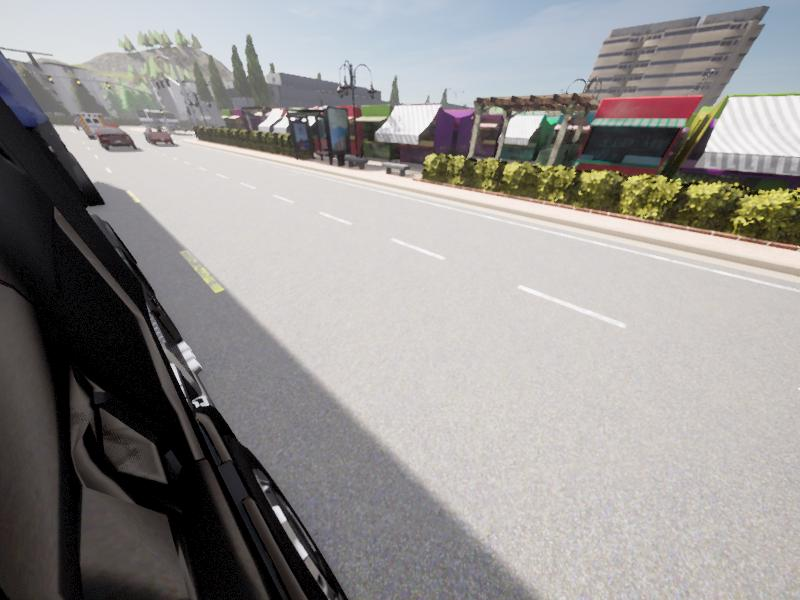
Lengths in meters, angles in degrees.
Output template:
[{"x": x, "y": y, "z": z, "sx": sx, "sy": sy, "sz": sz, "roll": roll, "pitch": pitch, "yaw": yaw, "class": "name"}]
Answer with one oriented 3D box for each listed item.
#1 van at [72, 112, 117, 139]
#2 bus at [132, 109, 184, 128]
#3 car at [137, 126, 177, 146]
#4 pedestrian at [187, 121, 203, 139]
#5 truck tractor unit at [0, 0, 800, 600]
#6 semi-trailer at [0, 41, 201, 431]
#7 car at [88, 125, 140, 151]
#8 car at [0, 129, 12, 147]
[{"x": -38.258, "y": -21.818, "z": 28.907, "sx": 6.366, "sy": 2.431, "sz": 2.351, "roll": 30, "pitch": 44, "yaw": 32, "class": "van"}, {"x": -74.379, "y": -56.016, "z": 71.515, "sx": 3.944, "sy": 4.253, "sz": 10.273, "roll": 6, "pitch": 37, "yaw": 5, "class": "bus"}, {"x": -24.853, "y": -16.816, "z": 23.647, "sx": 3.633, "sy": 1.501, "sz": 1.845, "roll": 29, "pitch": 44, "yaw": 31, "class": "car"}, {"x": -27.197, "y": -22.520, "z": 30.637, "sx": 0.751, "sy": 1.860, "sz": 0.751, "roll": 28, "pitch": 44, "yaw": 30, "class": "pedestrian"}, {"x": -2.645, "y": -0.295, "z": 0.351, "sx": 6.516, "sy": 4.208, "sz": 3.053, "roll": 28, "pitch": 44, "yaw": 30, "class": "truck tractor unit"}, {"x": -8.690, "y": -3.590, "z": 4.265, "sx": 14.254, "sy": 4.402, "sz": 2.717, "roll": 28, "pitch": 44, "yaw": 30, "class": "semi-trailer"}, {"x": -24.014, "y": -13.600, "z": 19.350, "sx": 5.008, "sy": 1.535, "sz": 1.882, "roll": 28, "pitch": 44, "yaw": 31, "class": "car"}, {"x": -33.473, "y": -13.153, "z": 18.372, "sx": 4.181, "sy": 1.385, "sz": 1.994, "roll": 29, "pitch": 44, "yaw": 31, "class": "car"}]
